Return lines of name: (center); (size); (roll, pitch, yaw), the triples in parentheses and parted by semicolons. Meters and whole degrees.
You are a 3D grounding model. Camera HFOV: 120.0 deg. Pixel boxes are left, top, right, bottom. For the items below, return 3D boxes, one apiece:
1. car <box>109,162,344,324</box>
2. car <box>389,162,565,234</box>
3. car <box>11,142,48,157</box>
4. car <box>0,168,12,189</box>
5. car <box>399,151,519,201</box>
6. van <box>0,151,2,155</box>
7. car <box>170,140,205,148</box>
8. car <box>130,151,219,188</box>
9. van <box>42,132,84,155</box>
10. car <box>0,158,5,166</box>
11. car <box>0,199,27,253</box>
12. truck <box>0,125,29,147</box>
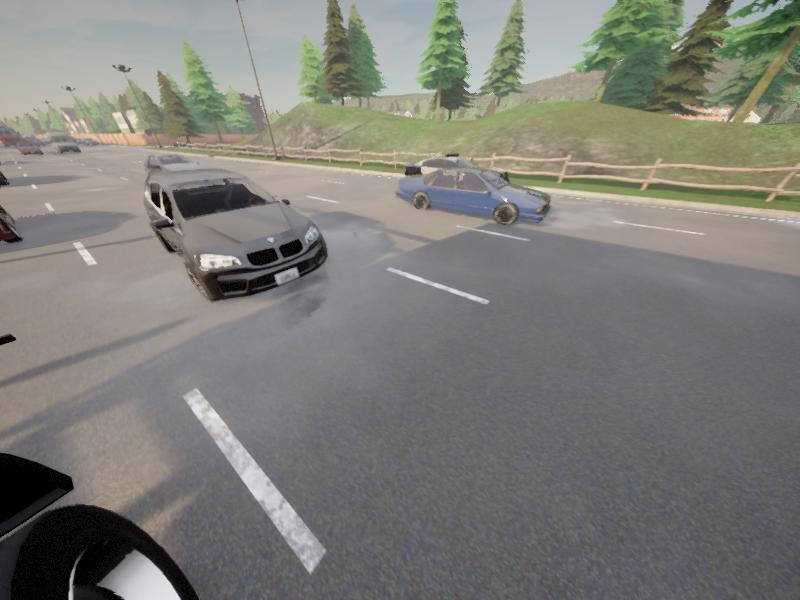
car: (-3.628, -1.688, 4.814); (4.611, 1.667, 2.242); (27, 43, 32)
car: (2.368, -3.851, 8.174); (5.357, 1.411, 2.033); (22, 41, 28)
car: (-46.833, -19.063, 29.170); (3.633, 1.501, 1.845); (22, 41, 28)
car: (-22.919, -6.876, 12.035); (5.027, 1.651, 2.152); (22, 41, 28)
car: (2.638, -6.307, 11.443); (5.238, 1.638, 1.930); (22, 41, 28)
van: (-58.103, -21.566, 31.835); (6.366, 2.431, 2.351); (22, 41, 28)
car: (-47.308, -34.800, 51.582); (5.357, 1.411, 2.033); (-7, 36, -11)
car: (-13.356, -7.805, 13.635); (5.357, 1.411, 2.033); (22, 41, 28)
van: (-49.019, -22.830, 33.612); (5.915, 2.561, 1.988); (22, 41, 28)
car: (-37.267, -12.675, 20.244); (4.792, 1.488, 2.163); (22, 41, 28)
car: (-11.371, -2.056, 5.529); (4.181, 1.385, 1.994); (22, 41, 28)
truck: (-87.755, -36.708, 51.805); (8.468, 3.827, 2.891); (22, 41, 28)
